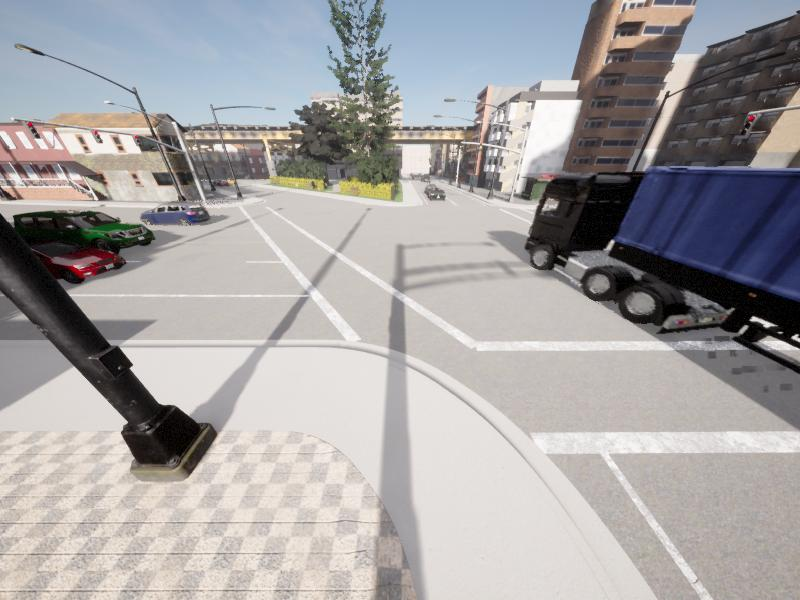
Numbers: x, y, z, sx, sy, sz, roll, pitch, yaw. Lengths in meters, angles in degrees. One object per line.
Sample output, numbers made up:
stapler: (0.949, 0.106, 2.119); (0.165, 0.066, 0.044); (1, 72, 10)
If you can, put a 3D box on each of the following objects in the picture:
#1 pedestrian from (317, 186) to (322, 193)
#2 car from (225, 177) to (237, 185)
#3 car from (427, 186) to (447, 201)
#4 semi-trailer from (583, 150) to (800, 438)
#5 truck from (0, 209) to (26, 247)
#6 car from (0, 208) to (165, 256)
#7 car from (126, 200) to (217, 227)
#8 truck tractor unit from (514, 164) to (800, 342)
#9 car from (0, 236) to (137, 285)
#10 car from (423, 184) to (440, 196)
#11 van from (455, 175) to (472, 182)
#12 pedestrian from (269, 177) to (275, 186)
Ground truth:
pedestrian: (-13.989, -19.180, 40.083); (0.500, 1.100, 0.500); (-24, 37, -35)
car: (-46.366, -32.673, 63.320); (1.801, 1.575, 5.366); (-22, 37, -33)
car: (5.324, -15.635, 33.769); (2.152, 1.651, 5.027); (0, 30, 1)
semi-trailer: (8.481, 1.434, 1.410); (2.717, 4.402, 14.254); (-1, 30, -2)
truck: (-27.438, -4.591, 12.104); (8.468, 3.827, 2.891); (1, 30, -1)
car: (-17.093, -3.729, 12.607); (5.566, 2.045, 2.150); (0, 30, 0)
car: (-18.219, -7.023, 18.679); (4.611, 1.667, 2.242); (0, 30, 0)
truck tractor unit: (7.936, -2.408, 8.295); (3.053, 4.208, 6.516); (-5, 30, -8)
car: (-14.448, -1.704, 9.698); (4.193, 1.474, 1.816); (0, 30, 0)
car: (5.369, -19.041, 39.809); (2.163, 1.488, 4.792); (0, 30, 0)
van: (19.446, -37.463, 71.210); (4.442, 1.987, 1.775); (0, 30, 0)
pedestrian: (-30.897, -28.673, 55.771); (0.751, 1.860, 0.751); (26, 39, 37)
